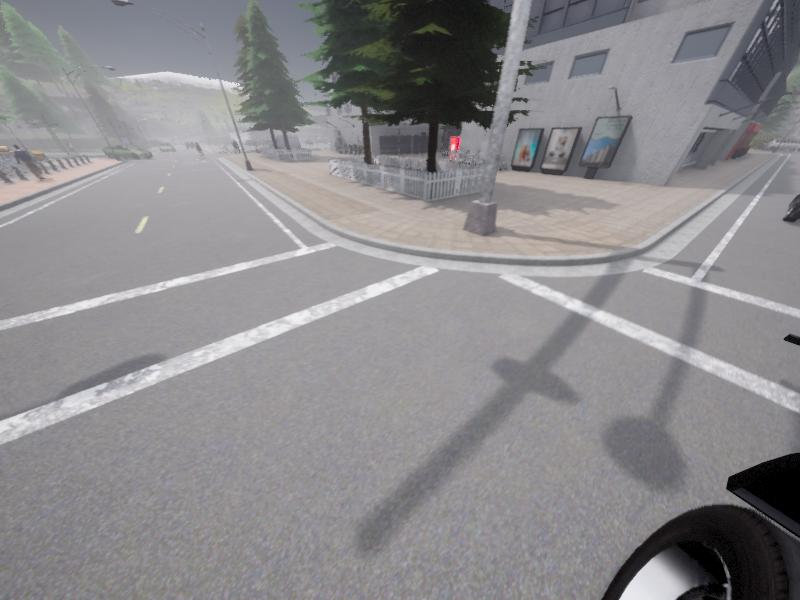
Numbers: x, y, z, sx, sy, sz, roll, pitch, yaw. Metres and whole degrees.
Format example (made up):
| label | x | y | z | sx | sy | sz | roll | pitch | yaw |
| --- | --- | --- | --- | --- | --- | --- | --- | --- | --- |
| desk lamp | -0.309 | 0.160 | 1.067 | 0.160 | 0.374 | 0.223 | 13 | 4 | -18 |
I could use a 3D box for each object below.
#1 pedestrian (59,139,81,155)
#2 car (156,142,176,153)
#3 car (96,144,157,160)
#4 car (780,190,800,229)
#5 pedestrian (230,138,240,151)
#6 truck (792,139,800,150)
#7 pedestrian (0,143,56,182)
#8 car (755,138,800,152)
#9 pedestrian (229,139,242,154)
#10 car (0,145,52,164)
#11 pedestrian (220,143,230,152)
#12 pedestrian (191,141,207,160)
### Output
| label | x | y | z | sx | sy | sz | roll | pitch | yaw |
| --- | --- | --- | --- | --- | --- | --- | --- | --- | --- |
| pedestrian | -48.461 | -22.499 | 33.954 | 0.751 | 1.860 | 0.751 | -10 | 36 | -13 |
| car | -42.569 | -27.849 | 42.138 | 2.007 | 1.525 | 4.514 | -24 | 41 | -29 |
| car | -33.584 | -18.242 | 28.510 | 4.514 | 1.525 | 2.007 | -1 | 35 | -1 |
| car | 13.773 | -3.040 | 6.895 | 4.181 | 1.385 | 1.994 | -22 | 41 | -28 |
| pedestrian | -29.298 | -27.558 | 41.031 | 0.751 | 1.860 | 0.751 | -3 | 35 | -4 |
| truck | 74.411 | -28.481 | 41.740 | 6.274 | 2.098 | 2.390 | -27 | 43 | -33 |
| pedestrian | -21.346 | -7.917 | 13.298 | 0.751 | 1.860 | 0.751 | -23 | 41 | -29 |
| car | 59.683 | -23.984 | 35.681 | 4.611 | 1.667 | 2.242 | 18 | 39 | 24 |
| pedestrian | -23.674 | -22.128 | 33.328 | 0.751 | 1.860 | 0.751 | -4 | 36 | -5 |
| car | -42.971 | -15.939 | 25.310 | 5.008 | 1.535 | 1.882 | -23 | 41 | -29 |
| pedestrian | -30.425 | -26.631 | 40.231 | 0.751 | 1.300 | 0.751 | 6 | 36 | 9 |
| pedestrian | -24.330 | -18.122 | 27.972 | 0.751 | 1.860 | 0.751 | -15 | 38 | -20 |
